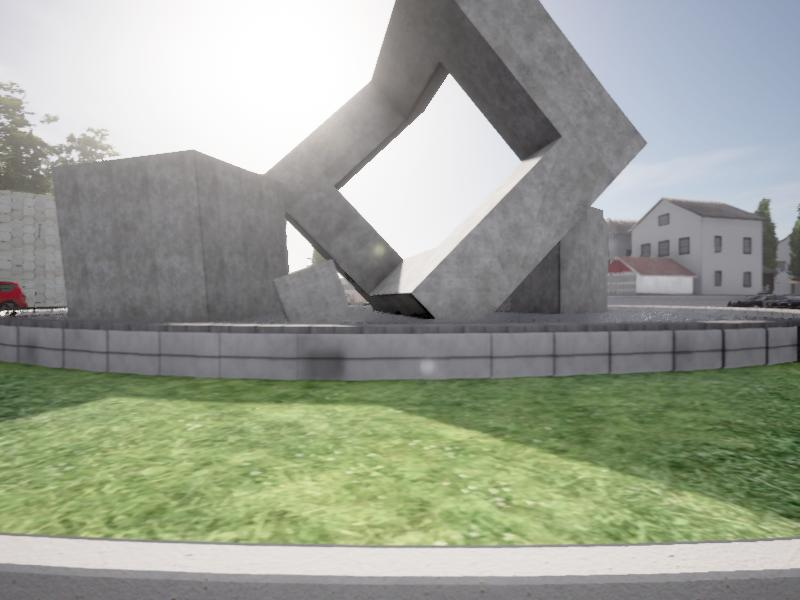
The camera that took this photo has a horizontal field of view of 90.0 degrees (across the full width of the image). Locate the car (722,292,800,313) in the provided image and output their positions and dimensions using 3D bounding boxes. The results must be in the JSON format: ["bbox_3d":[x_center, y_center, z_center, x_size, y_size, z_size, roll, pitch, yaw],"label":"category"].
[{"bbox_3d":[29.698,0.228,32.775,5.238,1.638,1.930,0,0,-3],"label":"car"}]

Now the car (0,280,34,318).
[{"bbox_3d":[-23.206,-0.049,21.112,2.150,2.045,5.566,0,0,10],"label":"car"}]

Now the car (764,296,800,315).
[{"bbox_3d":[29.841,0.399,29.301,4.718,1.301,1.895,0,0,-3],"label":"car"}]
